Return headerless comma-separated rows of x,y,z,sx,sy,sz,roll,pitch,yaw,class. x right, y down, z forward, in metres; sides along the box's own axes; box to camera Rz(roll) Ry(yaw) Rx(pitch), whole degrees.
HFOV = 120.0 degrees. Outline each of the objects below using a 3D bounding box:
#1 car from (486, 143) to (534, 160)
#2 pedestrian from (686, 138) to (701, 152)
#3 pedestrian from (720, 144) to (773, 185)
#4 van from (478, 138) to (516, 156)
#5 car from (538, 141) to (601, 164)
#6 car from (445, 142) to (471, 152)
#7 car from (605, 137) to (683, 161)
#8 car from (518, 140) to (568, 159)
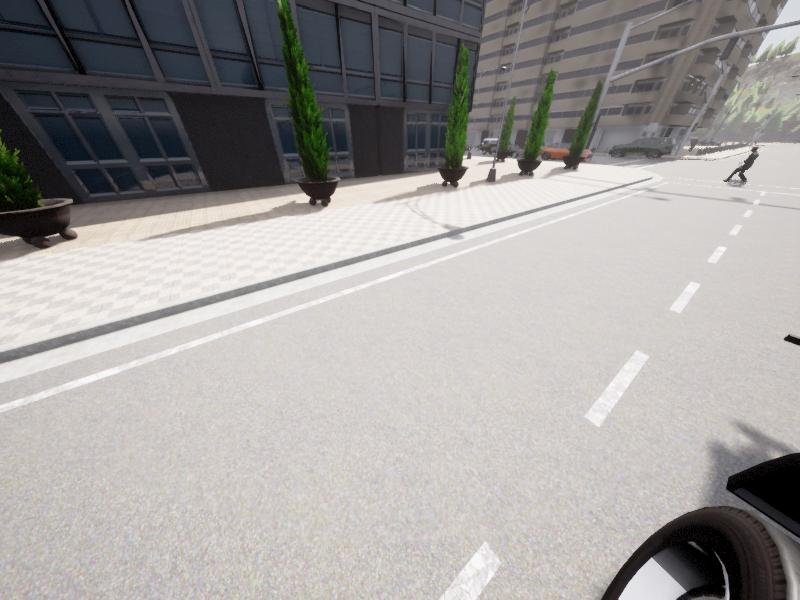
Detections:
13.575,-18.639,28.873,2.128,1.511,4.902,-22,40,-27,car
46.310,-24.505,36.457,0.751,1.860,0.751,-29,44,-34,pedestrian
18.975,-7.451,12.681,0.751,1.860,0.751,-21,40,-27,pedestrian
13.880,-22.156,33.403,2.069,2.038,4.480,-22,40,-28,van
17.503,-15.465,24.094,2.097,1.767,4.553,-21,40,-27,car
10.595,-28.203,42.530,1.812,1.442,4.674,-22,40,-28,car
27.943,-17.547,26.752,2.150,2.045,5.566,-22,40,-27,car
17.729,-18.881,28.869,1.932,1.855,4.605,-22,40,-28,car
